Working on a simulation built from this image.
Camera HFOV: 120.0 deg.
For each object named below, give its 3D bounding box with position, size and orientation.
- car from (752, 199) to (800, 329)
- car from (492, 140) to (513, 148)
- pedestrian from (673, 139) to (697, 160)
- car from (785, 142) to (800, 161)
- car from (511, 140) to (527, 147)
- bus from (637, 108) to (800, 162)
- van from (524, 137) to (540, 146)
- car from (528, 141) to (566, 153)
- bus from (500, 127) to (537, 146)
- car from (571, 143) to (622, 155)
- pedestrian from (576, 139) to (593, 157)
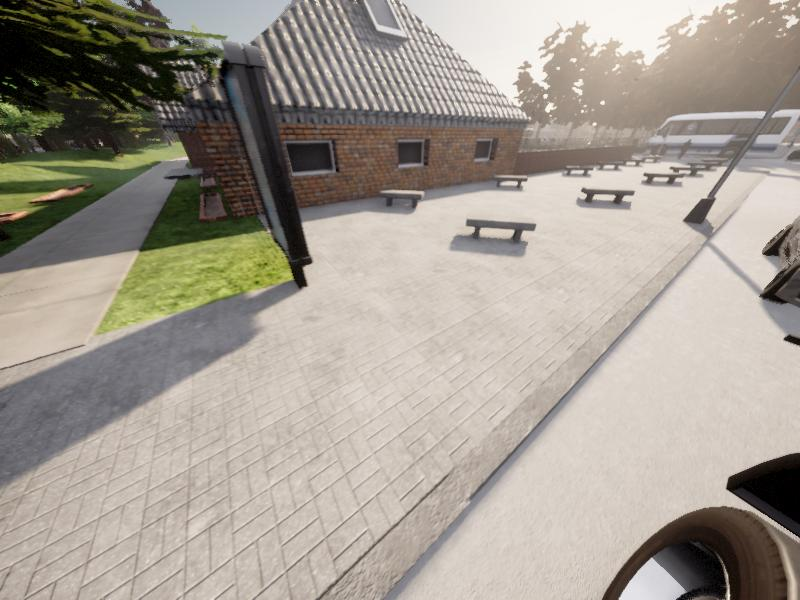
[{"bbox_3d":[7.942,-0.779,3.500,4.611,1.667,2.242,-24,42,-30],"label":"car"},{"bbox_3d":[26.373,-40.203,59.502,5.357,1.411,2.033,-21,40,-27],"label":"car"},{"bbox_3d":[30.131,-15.959,24.452,0.751,1.860,0.751,-22,41,-28],"label":"pedestrian"},{"bbox_3d":[44.028,-15.942,24.530,3.866,1.878,1.905,-15,38,-19],"label":"car"},{"bbox_3d":[32.154,-42.449,62.523,3.633,1.501,1.845,-23,41,-29],"label":"car"},{"bbox_3d":[34.949,-18.488,26.163,10.273,4.253,3.944,29,45,35],"label":"bus"},{"bbox_3d":[37.291,-44.684,65.259,4.442,1.987,1.775,-24,41,-29],"label":"van"},{"bbox_3d":[25.044,-26.281,39.645,1.882,1.535,5.008,-22,41,-28],"label":"car"},{"bbox_3d":[34.320,-47.227,66.925,10.273,4.253,3.944,-21,40,-27],"label":"bus"},{"bbox_3d":[29.260,-22.714,34.679,2.033,1.411,5.357,-22,40,-27],"label":"car"},{"bbox_3d":[22.962,-18.955,28.755,0.751,1.860,0.751,-21,40,-27],"label":"pedestrian"}]
